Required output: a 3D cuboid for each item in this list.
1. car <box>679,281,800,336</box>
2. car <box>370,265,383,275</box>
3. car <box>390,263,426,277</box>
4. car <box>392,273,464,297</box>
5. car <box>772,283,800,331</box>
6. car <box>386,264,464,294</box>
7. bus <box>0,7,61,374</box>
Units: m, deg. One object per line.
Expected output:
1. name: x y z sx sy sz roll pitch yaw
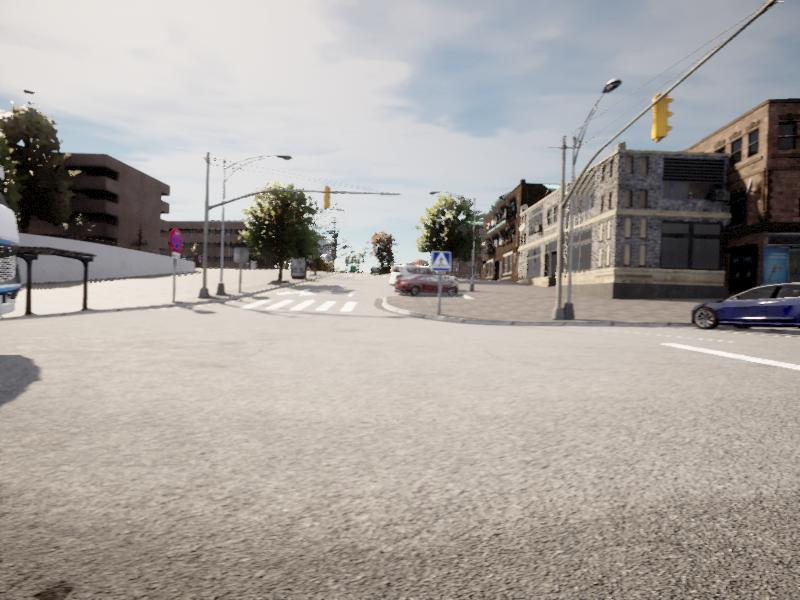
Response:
1. car: 11.487 0.245 12.031 2.163 1.488 4.792 0 -1 -16
2. car: -4.019 -5.137 68.863 2.128 1.511 4.902 2 5 -2
3. car: 1.348 -5.095 67.601 5.566 2.045 2.435 1 6 -22
4. car: 1.974 -1.071 28.530 4.674 1.452 2.002 1 6 -21
5. car: 14.494 0.210 11.455 1.946 1.575 5.366 1 -1 -16
6. car: 1.966 -1.648 31.523 5.566 2.045 2.435 1 6 -21
7. bus: -9.344 -1.209 2.558 10.273 4.253 3.944 -2 4 -31
